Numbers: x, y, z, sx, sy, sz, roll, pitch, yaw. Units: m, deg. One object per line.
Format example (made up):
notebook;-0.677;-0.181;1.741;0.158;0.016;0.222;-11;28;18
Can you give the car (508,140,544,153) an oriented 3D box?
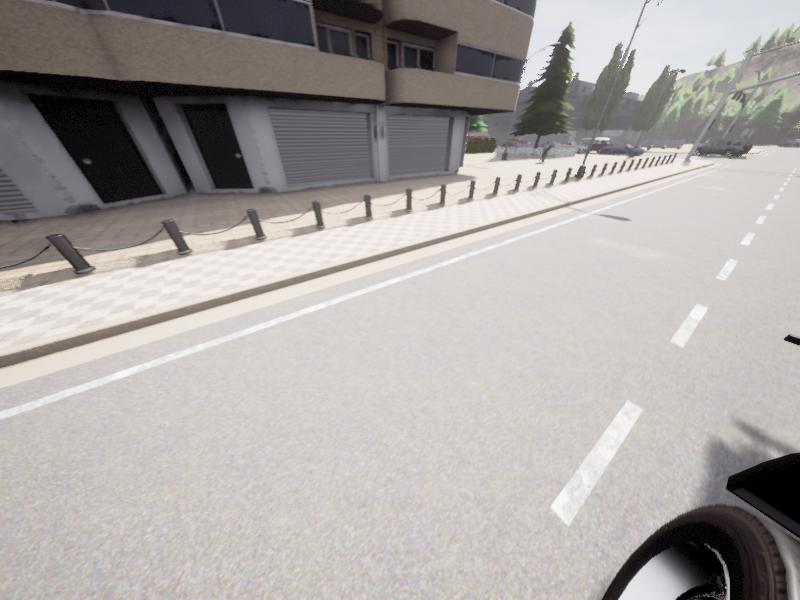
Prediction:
car;21.992;-26.895;40.474;2.033;1.649;4.856;-22;41;-27

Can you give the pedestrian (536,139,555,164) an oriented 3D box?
pedestrian;13.258;-13.533;21.075;0.751;1.860;0.751;-28;44;-33

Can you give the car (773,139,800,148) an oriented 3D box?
car;83.804;-33.334;49.215;2.163;1.488;4.792;12;37;17

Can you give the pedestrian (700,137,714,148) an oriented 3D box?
pedestrian;59.805;-30.661;44.996;0.751;1.860;0.751;-26;42;-31

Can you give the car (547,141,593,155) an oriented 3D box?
car;26.049;-23.467;35.583;2.152;1.651;5.027;-22;40;-27

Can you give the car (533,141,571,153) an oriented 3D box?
car;26.399;-26.725;40.278;1.882;1.535;5.008;-22;40;-27

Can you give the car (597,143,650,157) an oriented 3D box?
car;29.823;-20.151;31.000;1.812;1.442;4.674;-20;40;-26

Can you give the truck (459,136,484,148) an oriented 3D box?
truck;17.252;-38.418;56.138;2.627;2.467;5.204;-22;40;-27

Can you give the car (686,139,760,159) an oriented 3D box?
car;39.531;-18.724;28.514;1.932;1.855;4.605;-11;37;-16

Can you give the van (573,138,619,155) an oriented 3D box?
van;30.099;-23.800;35.658;2.069;2.038;4.480;-22;40;-27
